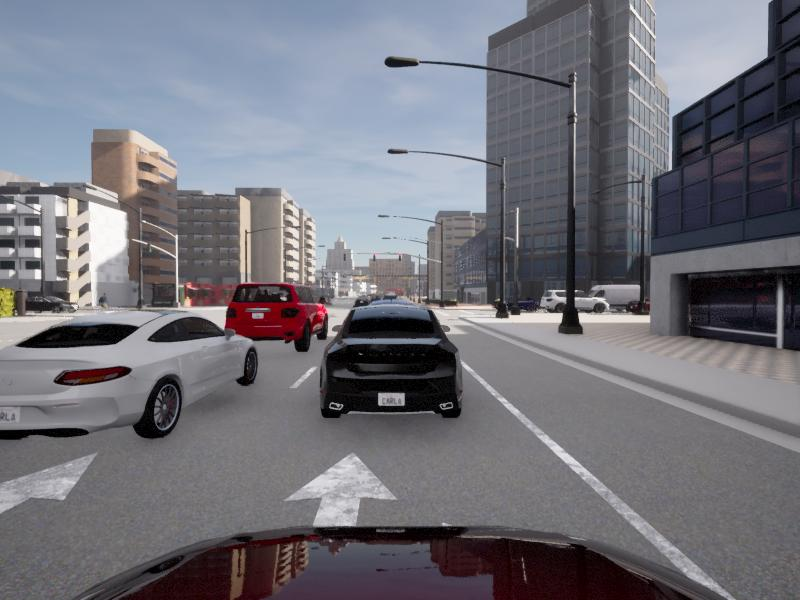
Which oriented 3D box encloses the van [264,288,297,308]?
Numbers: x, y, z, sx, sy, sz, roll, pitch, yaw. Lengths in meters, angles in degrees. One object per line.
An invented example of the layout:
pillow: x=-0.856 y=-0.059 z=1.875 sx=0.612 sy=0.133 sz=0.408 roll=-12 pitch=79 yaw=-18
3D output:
van: x=-15.145 y=-0.233 z=51.184 sx=2.351 sy=2.431 sz=6.366 roll=0 pitch=0 yaw=-1

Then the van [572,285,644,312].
van: x=19.905 y=-0.155 z=38.479 sx=5.915 sy=2.561 sz=1.988 roll=0 pitch=1 yaw=-1

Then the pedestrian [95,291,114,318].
pedestrian: x=-20.666 y=0.330 z=27.960 sx=0.751 sy=1.860 sz=0.751 roll=0 pitch=1 yaw=-3

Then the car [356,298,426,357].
car: x=-0.289 y=0.737 z=13.310 sx=1.882 sy=1.535 sz=5.008 roll=0 pitch=1 yaw=-1

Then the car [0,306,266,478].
car: x=-3.631 y=0.861 z=5.908 sx=1.812 sy=1.442 sz=4.674 roll=0 pitch=0 yaw=-1

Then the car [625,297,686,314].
car: x=22.343 y=0.440 z=35.044 sx=4.193 sy=1.474 sz=1.816 roll=0 pitch=1 yaw=-1

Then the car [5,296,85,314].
car: x=-30.277 y=0.413 z=34.256 sx=4.902 sy=1.511 sz=2.128 roll=0 pitch=1 yaw=-1

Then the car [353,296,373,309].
car: x=-4.555 y=0.262 z=49.615 sx=2.163 sy=1.488 sz=4.792 roll=0 pitch=0 yaw=-1

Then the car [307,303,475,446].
car: x=-0.149 y=0.835 z=6.827 sx=1.837 sy=1.490 sz=4.892 roll=0 pitch=0 yaw=-1

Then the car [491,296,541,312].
car: x=11.060 y=0.376 z=38.359 sx=4.193 sy=1.474 sz=1.816 roll=0 pitch=1 yaw=-1

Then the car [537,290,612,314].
car: x=15.170 y=0.153 z=34.941 sx=5.566 sy=2.045 sz=2.150 roll=0 pitch=1 yaw=-1

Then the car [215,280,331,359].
car: x=-3.796 y=0.479 z=13.206 sx=2.150 sy=2.045 sz=5.566 roll=0 pitch=1 yaw=-1

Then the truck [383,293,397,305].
truck: x=-1.700 y=-0.160 z=70.757 sx=2.390 sy=2.098 sz=6.274 roll=0 pitch=0 yaw=-1
